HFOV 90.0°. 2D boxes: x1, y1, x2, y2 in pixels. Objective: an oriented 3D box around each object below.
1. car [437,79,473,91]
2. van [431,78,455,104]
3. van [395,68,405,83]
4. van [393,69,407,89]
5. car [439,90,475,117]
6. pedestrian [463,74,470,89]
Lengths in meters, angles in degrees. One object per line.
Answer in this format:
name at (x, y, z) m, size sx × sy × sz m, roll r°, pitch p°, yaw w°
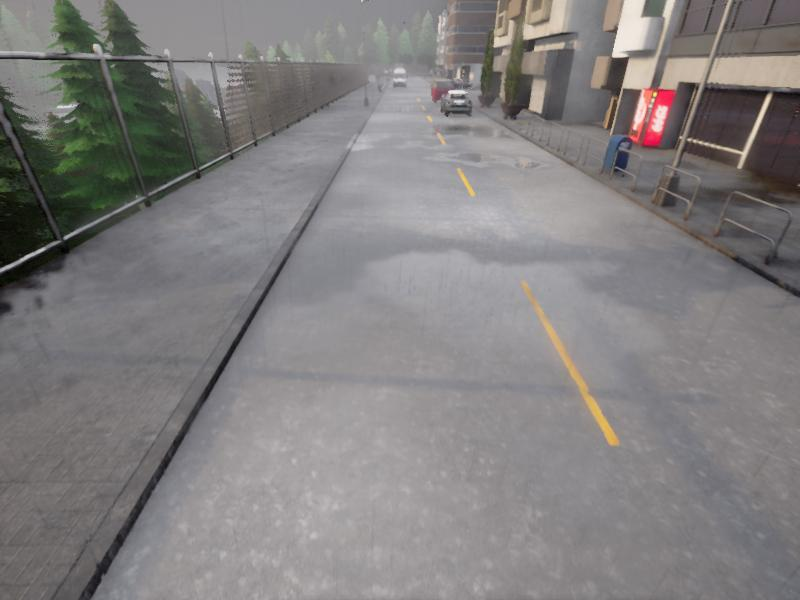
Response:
car at (7.841, -30.904, 57.491) m, size 4.718 × 1.301 × 1.895 m, roll 18°, pitch 35°, yaw 27°
van at (3.988, -19.892, 38.010) m, size 1.775 × 1.987 × 4.442 m, roll 0°, pitch 30°, yaw 0°
van at (-0.009, -47.332, 84.334) m, size 1.988 × 2.561 × 5.915 m, roll 0°, pitch 30°, yaw 0°
van at (-0.014, -33.879, 61.310) m, size 1.988 × 2.561 × 5.915 m, roll 0°, pitch 30°, yaw 0°
car at (3.993, -14.122, 28.655) m, size 1.970 × 1.475 × 3.806 m, roll 0°, pitch 30°, yaw 0°
pedestrian at (9.802, -32.137, 58.767) m, size 0.751 × 1.860 × 0.751 m, roll -1°, pitch 30°, yaw -2°
